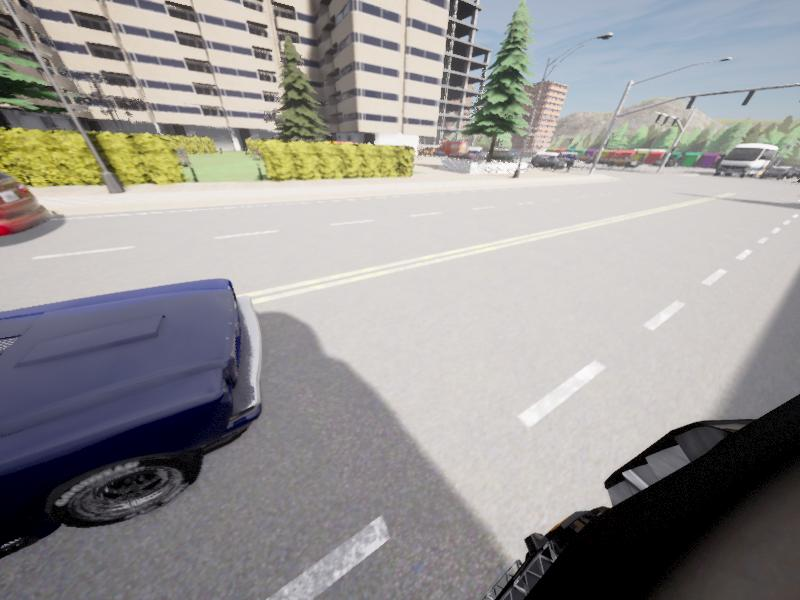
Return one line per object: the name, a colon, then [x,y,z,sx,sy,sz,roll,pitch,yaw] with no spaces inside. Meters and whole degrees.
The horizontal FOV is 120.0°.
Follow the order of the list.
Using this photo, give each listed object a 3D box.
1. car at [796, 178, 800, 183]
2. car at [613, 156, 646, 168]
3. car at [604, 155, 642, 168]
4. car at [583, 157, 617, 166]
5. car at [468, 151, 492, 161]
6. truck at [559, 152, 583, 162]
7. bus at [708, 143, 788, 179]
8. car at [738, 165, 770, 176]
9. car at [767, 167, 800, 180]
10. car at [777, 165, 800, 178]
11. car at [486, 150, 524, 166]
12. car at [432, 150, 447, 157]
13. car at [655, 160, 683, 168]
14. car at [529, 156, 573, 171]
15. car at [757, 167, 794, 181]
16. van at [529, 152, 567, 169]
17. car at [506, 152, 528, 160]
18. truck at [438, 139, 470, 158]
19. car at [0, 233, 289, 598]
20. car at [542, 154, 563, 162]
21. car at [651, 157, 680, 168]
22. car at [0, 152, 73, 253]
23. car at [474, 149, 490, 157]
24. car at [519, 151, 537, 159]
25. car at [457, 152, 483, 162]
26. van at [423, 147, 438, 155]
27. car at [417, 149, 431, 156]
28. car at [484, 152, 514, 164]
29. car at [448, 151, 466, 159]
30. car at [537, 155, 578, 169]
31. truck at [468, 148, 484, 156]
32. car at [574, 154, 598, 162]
car: [56.022,-16.621,30.983,4.856,1.649,2.033,-16,38,-25]
car: [45.703,-27.570,46.092,1.905,1.878,3.866,-16,38,-26]
car: [43.170,-26.872,44.876,1.932,1.855,4.605,-16,38,-26]
car: [44.831,-31.270,51.963,2.033,1.415,5.357,-16,38,-26]
car: [19.218,-34.655,55.611,2.152,1.651,5.027,-16,38,-26]
truck: [46.829,-39.236,63.370,2.069,2.038,4.478,-16,38,-26]
bus: [53.613,-21.426,35.609,10.273,4.253,3.944,-15,38,-25]
car: [62.262,-22.738,40.597,5.008,1.535,1.882,-15,38,-24]
car: [62.409,-20.520,37.386,4.902,1.511,2.128,-15,38,-24]
car: [69.268,-22.523,40.526,4.553,1.767,2.097,-15,38,-24]
car: [17.959,-24.565,39.861,2.150,2.045,5.566,-16,38,-26]
car: [10.491,-39.445,62.107,1.970,1.475,3.806,-16,38,-26]
car: [65.176,-33.044,55.992,1.970,1.475,3.806,-16,38,-26]
car: [22.135,-20.194,34.115,2.128,1.511,4.902,-16,38,-26]
car: [55.332,-18.618,34.021,4.892,1.490,1.837,-15,38,-25]
van: [23.821,-22.635,37.390,2.069,2.038,4.480,-16,38,-26]
car: [31.238,-38.614,61.863,2.242,1.667,4.611,-16,38,-26]
truck: [14.315,-40.602,61.898,2.891,3.827,8.468,-16,38,-26]
car: [-3.419,0.860,1.221,4.718,1.301,1.895,-16,38,-26]
car: [39.318,-36.759,59.776,1.970,1.475,3.806,-16,38,-26]
car: [62.673,-32.520,54.613,1.905,1.878,3.866,-16,38,-26]
car: [-10.591,-1.715,4.234,4.611,1.667,2.242,-16,38,-26]
car: [26.192,-47.014,73.727,1.932,1.855,4.605,-16,38,-26]
car: [41.588,-47.365,75.292,1.932,1.855,4.605,-16,38,-26]
car: [13.808,-28.416,45.858,1.812,1.442,4.674,-16,38,-26]
van: [9.175,-44.890,69.593,1.775,1.987,4.442,-16,38,-26]
car: [6.914,-42.990,67.145,1.970,1.475,3.806,-16,38,-26]
car: [18.906,-27.347,44.405,2.242,1.667,4.611,-16,38,-26]
car: [14.084,-35.885,57.048,1.970,1.475,3.806,-16,38,-26]
car: [26.656,-23.506,39.238,1.930,1.638,5.238,-16,38,-26]
truck: [23.724,-46.330,72.371,2.069,2.038,4.478,-16,38,-26]
car: [53.911,-41.252,67.020,1.932,1.855,4.605,-16,38,-26]
